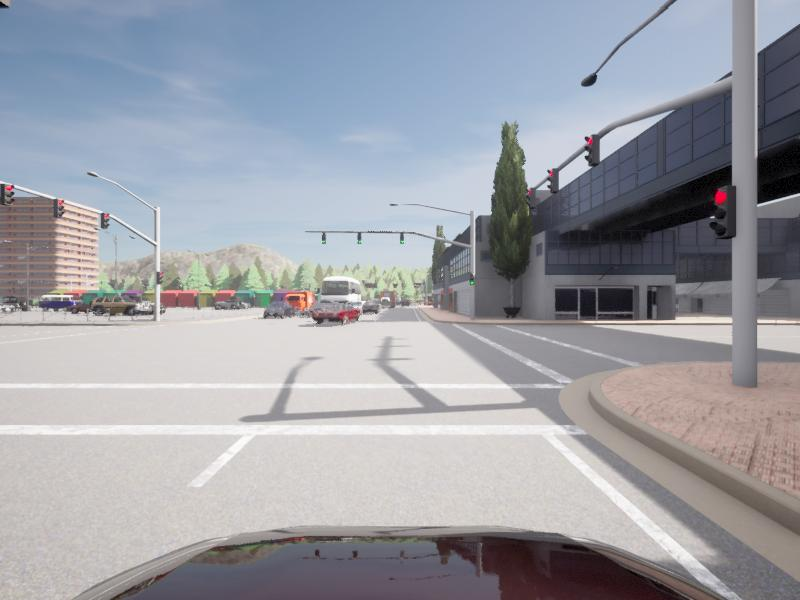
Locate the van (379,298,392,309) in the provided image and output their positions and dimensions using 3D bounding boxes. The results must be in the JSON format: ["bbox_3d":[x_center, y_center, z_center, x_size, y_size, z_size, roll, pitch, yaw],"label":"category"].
[{"bbox_3d":[-2.609,0.580,73.231,2.069,2.038,4.480,0,0,2],"label":"van"}]

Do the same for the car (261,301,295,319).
[{"bbox_3d":[-10.621,0.829,34.967,1.845,1.501,3.633,0,0,1],"label":"car"}]

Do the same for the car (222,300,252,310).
[{"bbox_3d":[-24.902,0.743,61.166,3.806,1.475,1.970,0,0,0],"label":"car"}]

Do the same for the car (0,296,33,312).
[{"bbox_3d":[-48.765,0.503,50.045,3.866,1.878,1.905,0,0,0],"label":"car"}]

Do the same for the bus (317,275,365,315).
[{"bbox_3d":[-6.740,-0.530,47.679,3.944,4.253,10.273,0,0,1],"label":"bus"}]

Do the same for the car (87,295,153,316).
[{"bbox_3d":[-24.953,0.499,35.753,4.605,1.855,1.932,0,0,0],"label":"car"}]

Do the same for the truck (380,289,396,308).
[{"bbox_3d":[-2.421,-0.318,82.884,2.891,3.827,8.468,0,0,2],"label":"truck"}]

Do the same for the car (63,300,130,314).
[{"bbox_3d":[-31.334,0.735,41.368,5.357,1.415,2.033,0,0,0],"label":"car"}]

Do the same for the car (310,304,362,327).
[{"bbox_3d":[-4.082,0.946,26.544,1.895,1.301,4.718,0,0,11],"label":"car"}]

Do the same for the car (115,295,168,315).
[{"bbox_3d":[-24.896,0.502,38.647,3.866,1.878,1.905,0,0,0],"label":"car"}]

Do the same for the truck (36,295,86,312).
[{"bbox_3d":[-42.386,0.406,50.048,4.478,2.038,2.069,0,0,0],"label":"truck"}]

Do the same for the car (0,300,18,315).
[{"bbox_3d":[-42.360,0.742,41.368,3.806,1.475,1.970,0,0,0],"label":"car"}]

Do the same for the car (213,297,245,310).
[{"bbox_3d":[-24.915,0.504,58.270,3.866,1.878,1.905,0,0,0],"label":"car"}]

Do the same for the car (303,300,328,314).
[{"bbox_3d":[-10.323,0.805,49.208,1.801,1.575,5.366,0,0,2],"label":"car"}]

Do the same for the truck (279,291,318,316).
[{"bbox_3d":[-10.511,0.360,41.762,2.627,2.467,5.204,0,0,1],"label":"truck"}]

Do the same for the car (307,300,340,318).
[{"bbox_3d":[-7.099,0.783,37.834,2.152,1.651,5.027,0,0,0],"label":"car"}]

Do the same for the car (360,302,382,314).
[{"bbox_3d":[-3.370,0.898,47.014,2.033,1.411,5.357,0,0,1],"label":"car"}]
